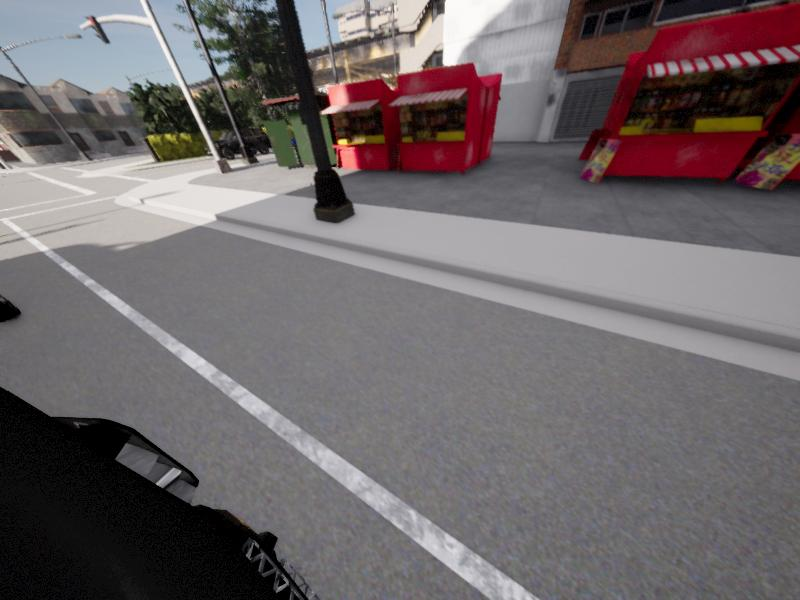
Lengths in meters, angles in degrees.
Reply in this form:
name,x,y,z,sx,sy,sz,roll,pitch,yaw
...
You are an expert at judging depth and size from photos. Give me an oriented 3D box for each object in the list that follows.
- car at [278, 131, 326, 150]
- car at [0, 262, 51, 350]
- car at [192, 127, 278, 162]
name,x,y,z,sx,sy,sz,roll,pitch,yaw
car,-10.699,-17.740,25.662,1.895,1.301,4.718,17,43,25
car,-7.544,-0.213,3.048,4.792,1.488,2.163,17,43,24
car,-14.353,-13.912,20.573,2.150,2.045,5.566,17,43,25
